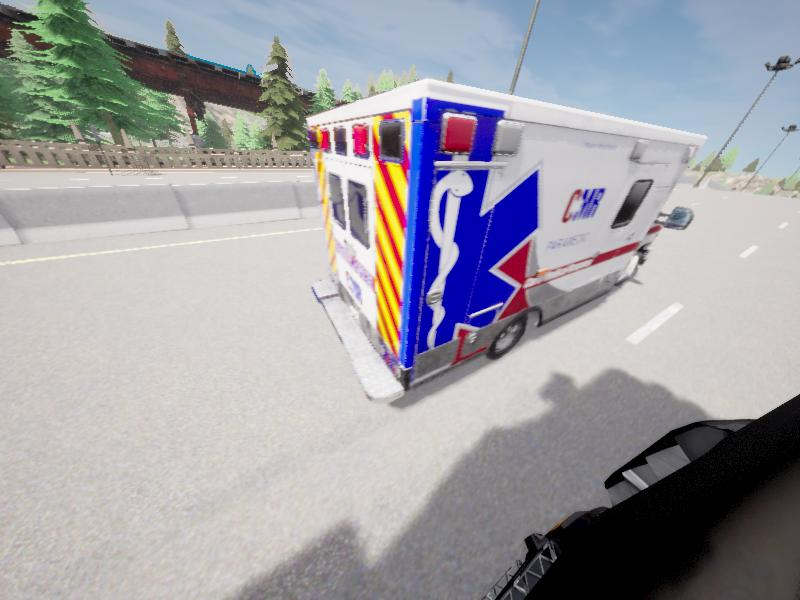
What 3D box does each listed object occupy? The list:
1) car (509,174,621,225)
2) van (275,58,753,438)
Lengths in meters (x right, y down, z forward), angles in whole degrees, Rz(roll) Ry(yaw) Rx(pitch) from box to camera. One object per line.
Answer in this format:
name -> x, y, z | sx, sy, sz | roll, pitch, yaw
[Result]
car -> 6.899, -4.384, 9.762 | 3.806, 1.475, 1.970 | -16, 38, -26
van -> 1.990, -1.138, 3.637 | 6.366, 2.431, 2.351 | -16, 38, -26
